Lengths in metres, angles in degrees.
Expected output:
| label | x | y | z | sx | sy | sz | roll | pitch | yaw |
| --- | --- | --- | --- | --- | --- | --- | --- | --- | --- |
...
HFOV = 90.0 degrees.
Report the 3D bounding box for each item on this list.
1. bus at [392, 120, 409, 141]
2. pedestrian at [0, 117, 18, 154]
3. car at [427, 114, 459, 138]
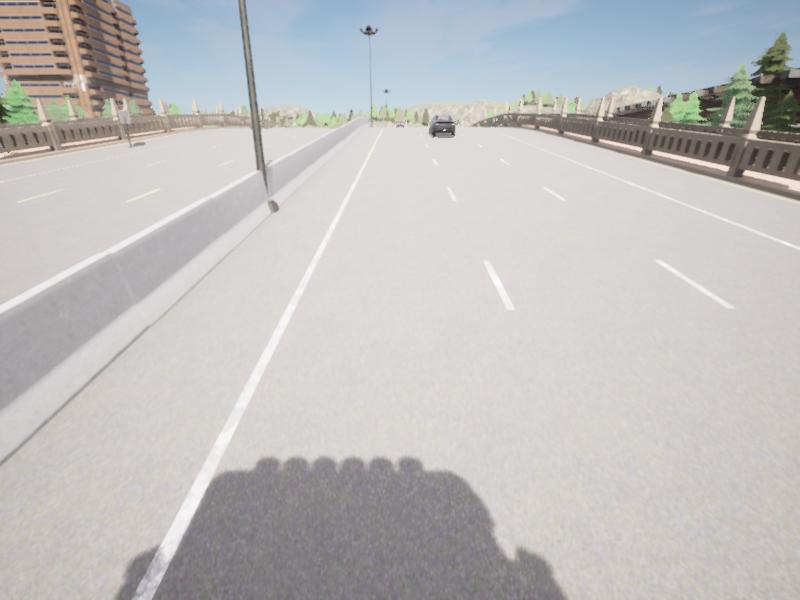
| label | x | y | z | sx | sy | sz | roll | pitch | yaw |
| --- | --- | --- | --- | --- | --- | --- | --- | --- | --- |
| bus | -0.062 | -42.949 | 101.621 | 3.944 | 4.253 | 10.273 | -1 | 20 | -2 |
| pedestrian | -21.744 | -8.917 | 21.724 | 0.751 | 1.860 | 0.751 | 0 | 20 | 0 |
| car | 3.527 | -14.663 | 33.514 | 2.128 | 1.511 | 4.902 | 0 | 27 | 0 |
